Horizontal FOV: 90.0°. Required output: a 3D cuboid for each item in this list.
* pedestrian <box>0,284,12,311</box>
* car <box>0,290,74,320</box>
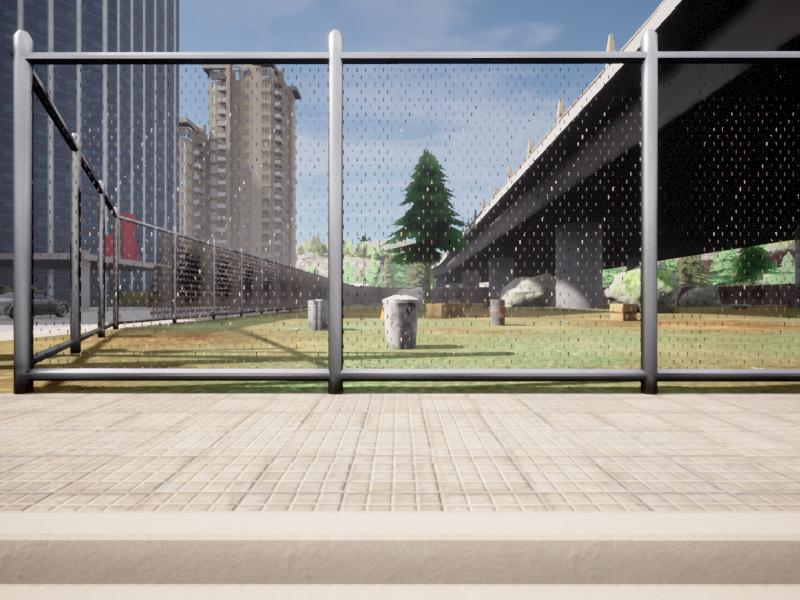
[{"bbox_3d":[-28.403,-0.172,28.534,0.751,1.860,0.751,0,0,7],"label":"pedestrian"},{"bbox_3d":[-19.462,0.251,20.597,1.994,1.385,4.181,0,0,-1],"label":"car"}]
